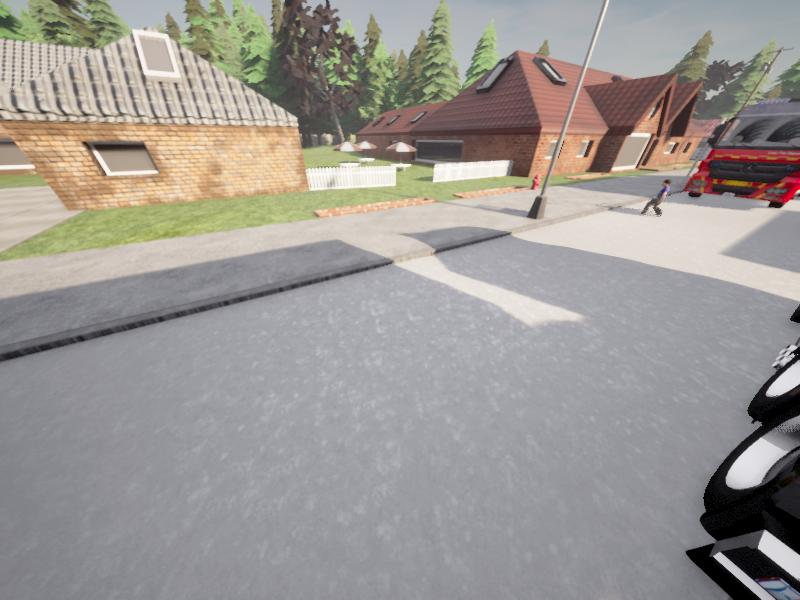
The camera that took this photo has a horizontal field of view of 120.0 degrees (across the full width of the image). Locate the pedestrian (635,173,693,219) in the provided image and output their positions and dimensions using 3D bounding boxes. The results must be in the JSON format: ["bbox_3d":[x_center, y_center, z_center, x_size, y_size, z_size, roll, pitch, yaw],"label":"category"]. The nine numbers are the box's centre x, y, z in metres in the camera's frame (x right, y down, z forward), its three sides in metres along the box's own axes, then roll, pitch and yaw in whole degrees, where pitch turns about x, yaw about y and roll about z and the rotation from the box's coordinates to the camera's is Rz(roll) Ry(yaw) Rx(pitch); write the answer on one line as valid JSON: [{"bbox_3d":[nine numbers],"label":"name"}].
[{"bbox_3d":[9.236,-3.654,8.131,0.751,1.300,0.751,-24,42,-31],"label":"pedestrian"}]

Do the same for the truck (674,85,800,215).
[{"bbox_3d":[17.181,-6.710,10.410,8.468,3.827,2.891,-18,39,-24],"label":"truck"}]

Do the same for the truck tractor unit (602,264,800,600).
[{"bbox_3d":[5.109,-0.303,0.781,6.516,4.208,3.053,-18,39,-24],"label":"truck tractor unit"}]

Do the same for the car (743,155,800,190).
[{"bbox_3d":[24.529,-8.148,14.553,4.902,1.511,2.128,-18,39,-24],"label":"car"}]
